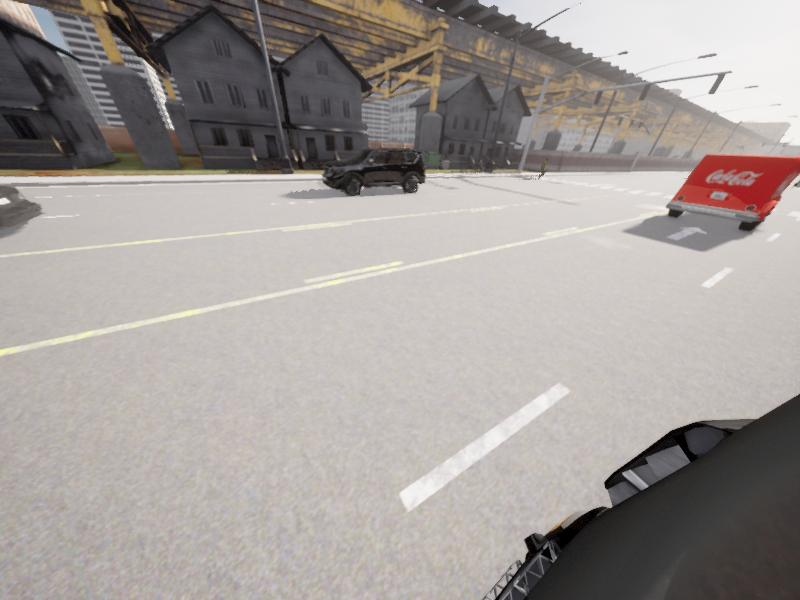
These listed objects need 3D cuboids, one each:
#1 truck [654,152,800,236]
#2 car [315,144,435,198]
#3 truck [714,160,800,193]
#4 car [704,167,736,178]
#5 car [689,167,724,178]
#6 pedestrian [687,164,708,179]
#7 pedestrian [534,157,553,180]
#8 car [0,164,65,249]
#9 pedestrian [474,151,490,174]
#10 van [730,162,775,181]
[{"bbox_3d":[14.188,-4.602,9.696,5.204,2.467,2.627,-15,38,-25],"label":"truck"},{"bbox_3d":[-1.195,-6.835,12.189,5.566,2.045,2.150,-15,38,-25],"label":"car"},{"bbox_3d":[36.302,-12.736,23.593,2.627,2.467,5.204,17,36,22],"label":"truck"},{"bbox_3d":[56.854,-22.705,41.057,5.357,1.411,2.033,-16,38,-25],"label":"car"},{"bbox_3d":[49.975,-20.792,37.658,5.357,1.411,2.033,-16,38,-25],"label":"car"},{"bbox_3d":[42.032,-18.171,32.655,0.751,1.860,0.751,-2,34,-8],"label":"pedestrian"},{"bbox_3d":[13.497,-12.339,21.692,0.751,1.860,0.751,-26,43,-36],"label":"pedestrian"},{"bbox_3d":[-11.097,-1.577,4.151,5.357,1.411,2.033,-16,38,-25],"label":"car"},{"bbox_3d":[7.980,-13.366,22.512,0.751,1.860,0.751,-10,36,-18],"label":"pedestrian"},{"bbox_3d":[57.859,-21.168,37.913,6.366,2.431,2.351,-15,38,-25],"label":"van"}]
